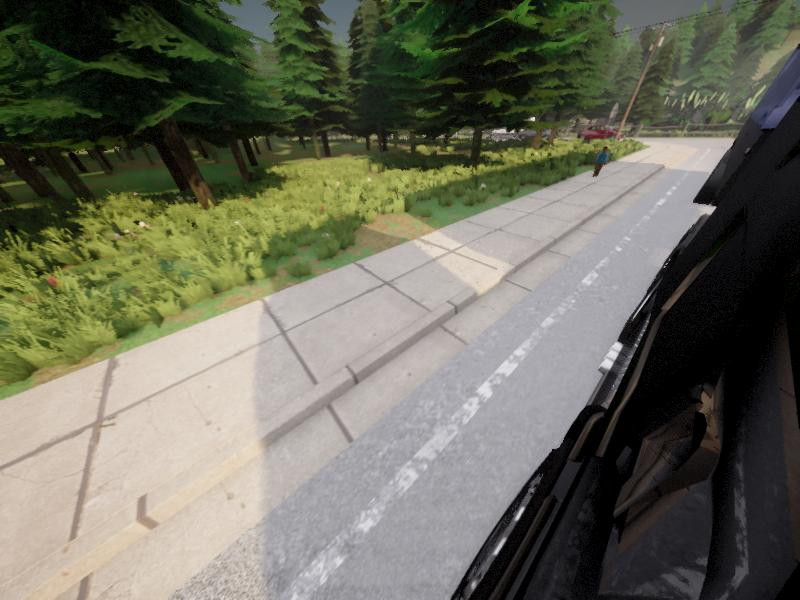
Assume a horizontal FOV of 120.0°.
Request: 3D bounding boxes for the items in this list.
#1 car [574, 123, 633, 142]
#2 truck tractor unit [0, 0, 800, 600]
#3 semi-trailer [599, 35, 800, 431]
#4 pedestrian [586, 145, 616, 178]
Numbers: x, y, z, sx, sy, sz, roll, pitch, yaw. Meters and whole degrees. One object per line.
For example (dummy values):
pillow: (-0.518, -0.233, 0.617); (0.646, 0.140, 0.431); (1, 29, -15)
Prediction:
car: (21.673, -17.905, 24.782); (1.816, 1.474, 4.193); (-26, 43, -28)
truck tractor unit: (2.645, -0.295, 0.351); (6.516, 4.208, 3.053); (-28, 44, -30)
semi-trailer: (8.651, -3.648, 4.258); (14.254, 4.402, 2.717); (-29, 44, -30)
pedestrian: (8.160, -5.624, 9.398); (0.500, 1.100, 0.500); (27, 46, 34)
